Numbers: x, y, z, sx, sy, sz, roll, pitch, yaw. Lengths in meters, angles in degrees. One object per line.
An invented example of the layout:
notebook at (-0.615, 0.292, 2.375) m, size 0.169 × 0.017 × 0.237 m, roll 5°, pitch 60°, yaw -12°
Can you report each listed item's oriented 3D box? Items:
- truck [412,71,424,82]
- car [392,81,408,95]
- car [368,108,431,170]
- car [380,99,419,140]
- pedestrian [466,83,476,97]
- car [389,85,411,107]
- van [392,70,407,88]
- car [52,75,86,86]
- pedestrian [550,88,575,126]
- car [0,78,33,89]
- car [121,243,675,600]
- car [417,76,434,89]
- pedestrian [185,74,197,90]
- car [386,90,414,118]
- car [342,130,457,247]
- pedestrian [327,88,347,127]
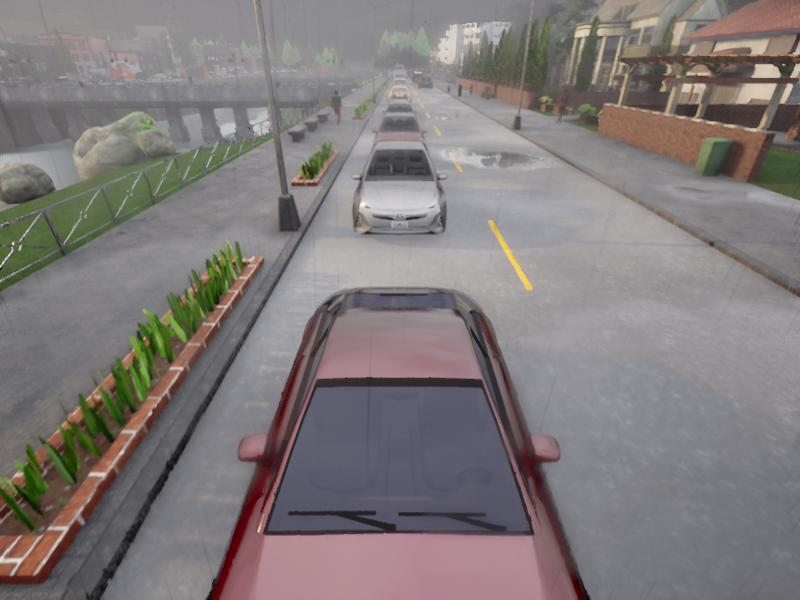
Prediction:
truck at (3.954, -49.611, 88.835) m, size 2.390 × 2.098 × 6.274 m, roll 0°, pitch 30°, yaw 0°
car at (-0.030, -27.099, 51.037) m, size 1.994 × 1.385 × 4.181 m, roll 0°, pitch 30°, yaw 0°
car at (-0.011, -6.213, 15.134) m, size 2.007 × 1.525 × 4.514 m, roll 0°, pitch 30°, yaw 0°
car at (-0.015, -9.346, 20.547) m, size 1.816 × 1.474 × 4.193 m, roll 0°, pitch 30°, yaw 0°
pedestrian at (7.876, -23.266, 44.289) m, size 0.751 × 1.300 × 0.751 m, roll -6°, pitch 31°, yaw -11°
car at (-0.022, -18.473, 36.105) m, size 1.882 × 1.535 × 5.008 m, roll 0°, pitch 30°, yaw 0°
van at (-0.038, -37.531, 67.831) m, size 2.351 × 2.431 × 6.366 m, roll 0°, pitch 30°, yaw 0°
car at (-61.729, -41.103, 74.734) m, size 1.930 × 1.638 × 5.238 m, roll 0°, pitch 30°, yaw 0°
pedestrian at (9.161, -10.898, 22.566) m, size 0.751 × 1.860 × 0.751 m, roll 0°, pitch 30°, yaw 0°
car at (-61.720, -34.791, 64.178) m, size 1.970 × 1.475 × 3.806 m, roll 0°, pitch 30°, yaw 0°
car at (-0.006, 1.020, 2.927) m, size 1.994 × 1.385 × 4.181 m, roll 0°, pitch 30°, yaw 0°
car at (3.965, -34.316, 63.088) m, size 2.242 × 1.667 × 4.611 m, roll 0°, pitch 30°, yaw 0°
pedestrian at (-28.511, -29.814, 54.671) m, size 0.751 × 1.860 × 0.751 m, roll 3°, pitch 30°, yaw 5°
car at (-0.019, -13.958, 28.386) m, size 1.845 × 1.501 × 3.633 m, roll 0°, pitch 30°, yaw 0°
car at (-0.009, -2.823, 9.333) m, size 2.007 × 1.525 × 4.514 m, roll 0°, pitch 30°, yaw 0°
pedestrian at (-3.490, -10.701, 22.229) m, size 0.751 × 1.860 × 0.751 m, roll 6°, pitch 31°, yaw 9°
